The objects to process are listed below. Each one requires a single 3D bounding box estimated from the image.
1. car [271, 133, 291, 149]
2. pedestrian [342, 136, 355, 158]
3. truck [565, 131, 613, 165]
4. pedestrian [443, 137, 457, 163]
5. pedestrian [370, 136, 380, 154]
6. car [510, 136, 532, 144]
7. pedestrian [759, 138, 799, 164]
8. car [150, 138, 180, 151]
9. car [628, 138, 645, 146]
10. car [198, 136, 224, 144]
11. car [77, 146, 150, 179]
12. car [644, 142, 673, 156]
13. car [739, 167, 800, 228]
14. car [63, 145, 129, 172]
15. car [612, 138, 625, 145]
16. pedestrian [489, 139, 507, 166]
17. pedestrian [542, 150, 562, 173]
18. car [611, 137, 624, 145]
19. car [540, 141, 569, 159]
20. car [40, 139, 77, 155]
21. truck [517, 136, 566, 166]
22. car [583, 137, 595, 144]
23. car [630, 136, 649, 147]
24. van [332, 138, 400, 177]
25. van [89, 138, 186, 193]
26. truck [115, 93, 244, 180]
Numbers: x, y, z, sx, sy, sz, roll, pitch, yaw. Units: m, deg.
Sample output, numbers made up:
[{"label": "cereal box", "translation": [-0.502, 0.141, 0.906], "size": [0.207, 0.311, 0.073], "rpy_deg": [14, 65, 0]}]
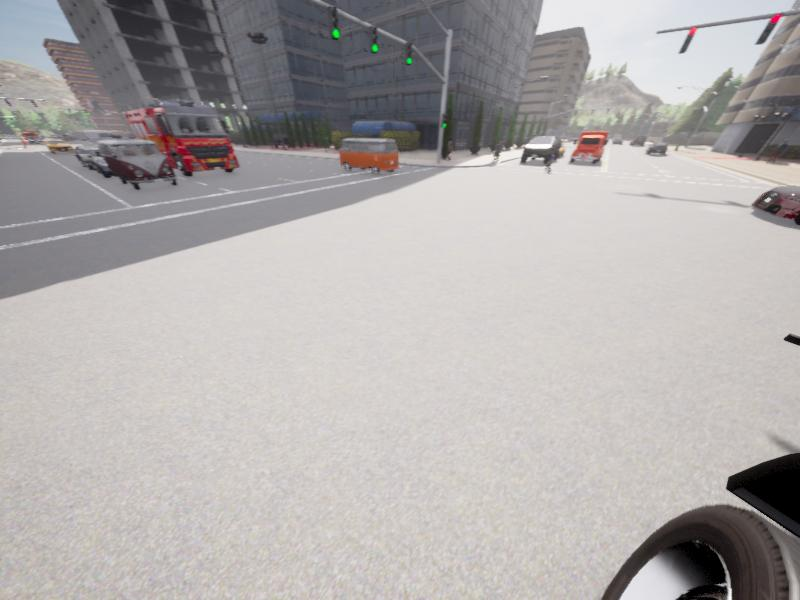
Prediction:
[{"label": "car", "translation": [-20.289, -27.107, 39.330], "size": [2.390, 2.098, 6.274], "rpy_deg": [-14, 38, -19]}, {"label": "pedestrian", "translation": [-5.332, -15.863, 23.942], "size": [0.751, 1.860, 0.751], "rpy_deg": [20, 40, 26]}, {"label": "truck", "translation": [18.268, -14.750, 22.310], "size": [2.627, 2.467, 5.204], "rpy_deg": [24, 42, 29]}, {"label": "pedestrian", "translation": [4.398, -13.246, 20.362], "size": [0.751, 1.860, 0.751], "rpy_deg": [27, 43, 32]}, {"label": "pedestrian", "translation": [-3.132, -19.380, 28.833], "size": [0.751, 1.860, 0.751], "rpy_deg": [28, 44, 33]}, {"label": "car", "translation": [32.319, -42.860, 61.915], "size": [4.553, 1.767, 2.097], "rpy_deg": [24, 42, 29]}, {"label": "pedestrian", "translation": [33.217, -13.079, 20.293], "size": [0.751, 1.860, 0.751], "rpy_deg": [17, 39, 21]}, {"label": "car", "translation": [-36.659, -24.249, 36.026], "size": [4.892, 1.490, 1.837], "rpy_deg": [23, 42, 28]}, {"label": "car", "translation": [59.506, -39.919, 58.295], "size": [2.242, 1.667, 4.611], "rpy_deg": [24, 42, 29]}, {"label": "car", "translation": [-53.197, -45.140, 65.073], "size": [2.152, 1.651, 5.027], "rpy_deg": [23, 42, 29]}, {"label": "car", "translation": [-18.220, -8.806, 14.700], "size": [3.806, 1.475, 1.970], "rpy_deg": [23, 42, 28]}, {"label": "car", "translation": [35.002, -20.618, 31.432], "size": [1.812, 1.442, 4.674], "rpy_deg": [24, 42, 29]}, {"label": "car", "translation": [13.709, -2.724, 6.526], "size": [4.181, 1.385, 1.994], "rpy_deg": [23, 42, 28]}, {"label": "car", "translation": [-23.448, -11.000, 17.788], "size": [5.357, 1.411, 2.033], "rpy_deg": [23, 42, 28]}, {"label": "car", "translation": [56.875, -41.308, 60.161], "size": [2.038, 1.542, 4.974], "rpy_deg": [24, 42, 29]}, {"label": "pedestrian", "translation": [8.357, -12.607, 19.758], "size": [0.751, 1.860, 0.751], "rpy_deg": [-18, 40, -24]}, {"label": "pedestrian", "translation": [10.729, -9.780, 16.326], "size": [0.751, 1.300, 0.751], "rpy_deg": [23, 41, 28]}, {"label": "car", "translation": [62.403, -45.633, 66.245], "size": [2.242, 1.667, 4.611], "rpy_deg": [24, 42, 29]}, {"label": "car", "translation": [18.401, -17.889, 27.432], "size": [1.801, 1.575, 5.366], "rpy_deg": [24, 42, 29]}, {"label": "car", "translation": [-44.392, -19.994, 30.035], "size": [5.008, 1.535, 1.882], "rpy_deg": [23, 42, 28]}, {"label": "truck", "translation": [13.694, -14.453, 22.190], "size": [2.390, 2.098, 6.274], "rpy_deg": [24, 42, 29]}, {"label": "car", "translation": [58.077, -49.080, 71.058], "size": [2.163, 1.488, 4.792], "rpy_deg": [24, 42, 29]}, {"label": "car", "translation": [54.592, -36.281, 52.733], "size": [2.150, 2.045, 5.566], "rpy_deg": [24, 42, 29]}, {"label": "van", "translation": [-2.299, -9.801, 15.735], "size": [4.442, 1.987, 1.775], "rpy_deg": [23, 42, 28]}, {"label": "van", "translation": [-13.122, -6.839, 11.560], "size": [4.442, 1.987, 1.775], "rpy_deg": [23, 42, 28]}, {"label": "truck", "translation": [-14.777, -10.814, 15.497], "size": [8.468, 3.827, 2.891], "rpy_deg": [23, 42, 28]}]
